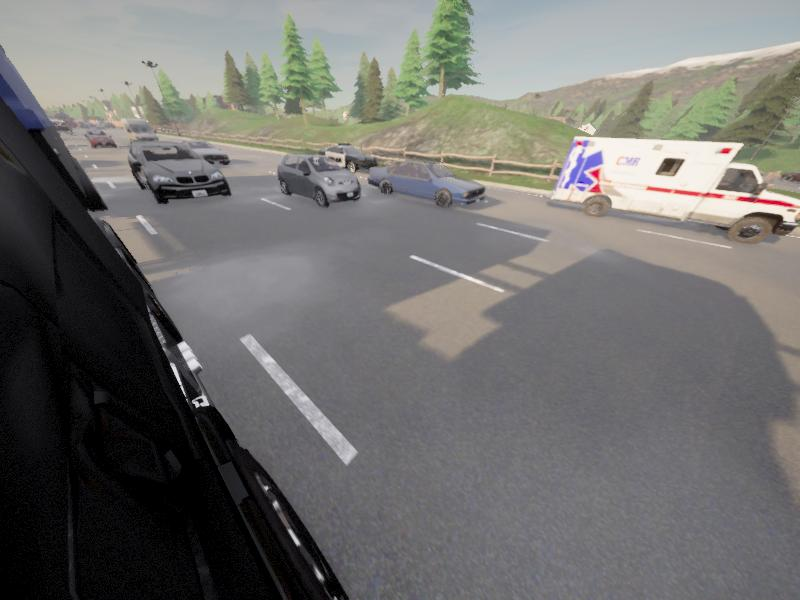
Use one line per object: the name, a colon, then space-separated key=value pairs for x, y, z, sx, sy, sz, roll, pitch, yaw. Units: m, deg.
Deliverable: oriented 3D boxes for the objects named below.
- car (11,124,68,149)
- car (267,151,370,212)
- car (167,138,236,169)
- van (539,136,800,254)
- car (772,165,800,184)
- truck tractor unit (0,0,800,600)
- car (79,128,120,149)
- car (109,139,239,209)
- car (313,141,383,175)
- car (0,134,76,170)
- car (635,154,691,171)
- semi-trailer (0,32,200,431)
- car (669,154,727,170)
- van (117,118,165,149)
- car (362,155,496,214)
car: x=-32.832 y=-14.986 z=21.190 sx=5.027 sy=1.651 sz=2.152 roll=28 pitch=42 yaw=31
car: x=-3.134 y=-4.724 z=8.926 sx=3.633 sy=1.501 sz=1.845 roll=27 pitch=42 yaw=31
car: x=-13.945 y=-10.316 z=16.156 sx=5.357 sy=1.411 sz=2.033 roll=28 pitch=42 yaw=31
van: x=9.022 y=-4.045 z=8.063 sx=6.366 sy=2.431 sz=2.351 roll=28 pitch=42 yaw=30
car: x=40.251 y=-11.674 z=21.962 sx=2.033 sy=1.411 sz=5.357 roll=7 pitch=36 yaw=6
truck tractor unit: x=-2.645 y=-0.295 z=0.351 sx=6.516 sy=4.208 sz=3.053 roll=28 pitch=44 yaw=30
car: x=-29.983 y=-16.105 z=23.054 sx=3.633 sy=1.501 sz=1.845 roll=27 pitch=42 yaw=31
car: x=-8.553 y=-4.965 z=8.756 sx=4.611 sy=1.667 sz=2.242 roll=27 pitch=42 yaw=31
car: x=-3.826 y=-10.432 z=16.831 sx=5.238 sy=1.638 sz=1.930 roll=28 pitch=42 yaw=31
car: x=-20.326 y=-8.345 z=12.937 sx=4.181 sy=1.385 sz=1.994 roll=28 pitch=42 yaw=31
car: x=36.896 y=-19.512 z=32.655 sx=1.882 sy=1.535 sz=5.008 roll=-1 pitch=36 yaw=-7
semi-trailer: x=-8.687 y=-3.542 z=4.338 sx=14.254 sy=4.402 sz=2.717 roll=27 pitch=42 yaw=31
car: x=46.740 y=-21.770 z=36.457 sx=1.930 sy=1.638 sz=5.238 roll=-3 pitch=36 yaw=-10
van: x=-29.013 y=-18.667 z=25.863 sx=5.915 sy=2.561 sz=1.988 roll=28 pitch=42 yaw=31
car: x=0.961 y=-5.177 z=9.975 sx=5.357 sy=1.411 sz=2.033 roll=28 pitch=42 yaw=31
